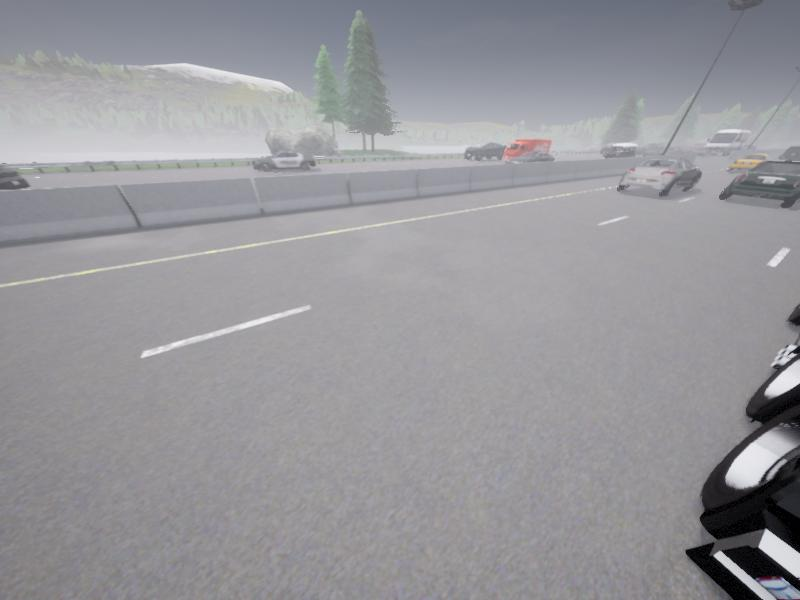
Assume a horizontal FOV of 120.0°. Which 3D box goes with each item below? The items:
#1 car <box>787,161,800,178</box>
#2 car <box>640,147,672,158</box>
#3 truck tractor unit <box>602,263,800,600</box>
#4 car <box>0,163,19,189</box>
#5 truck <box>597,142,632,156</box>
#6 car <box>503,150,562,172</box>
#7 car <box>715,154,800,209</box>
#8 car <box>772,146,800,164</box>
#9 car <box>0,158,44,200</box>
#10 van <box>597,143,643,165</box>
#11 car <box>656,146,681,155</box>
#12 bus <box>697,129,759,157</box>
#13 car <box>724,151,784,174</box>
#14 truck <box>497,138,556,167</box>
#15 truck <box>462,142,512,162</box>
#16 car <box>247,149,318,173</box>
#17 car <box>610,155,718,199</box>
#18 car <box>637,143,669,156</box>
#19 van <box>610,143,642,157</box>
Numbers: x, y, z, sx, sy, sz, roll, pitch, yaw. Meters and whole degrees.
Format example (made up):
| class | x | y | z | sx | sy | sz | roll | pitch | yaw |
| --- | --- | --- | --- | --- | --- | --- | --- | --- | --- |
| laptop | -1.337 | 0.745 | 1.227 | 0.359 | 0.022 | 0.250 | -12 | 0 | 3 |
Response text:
| class | x | y | z | sx | sy | sz | roll | pitch | yaw |
| --- | --- | --- | --- | --- | --- | --- | --- | --- | --- |
| car | 33.719 | -10.724 | 18.521 | 3.806 | 1.475 | 1.970 | -18 | 39 | -24 |
| car | 44.732 | -25.833 | 40.333 | 4.974 | 1.542 | 2.038 | -18 | 39 | -24 |
| truck tractor unit | 5.115 | -0.294 | 0.786 | 6.516 | 4.208 | 3.053 | -18 | 39 | -24 |
| car | -23.465 | -5.985 | 11.240 | 4.718 | 1.301 | 1.895 | -18 | 39 | -24 |
| truck | 42.604 | -29.986 | 45.789 | 6.274 | 2.098 | 2.390 | -18 | 39 | -24 |
| car | 12.338 | -13.042 | 21.593 | 4.902 | 1.511 | 2.128 | -18 | 39 | -24 |
| car | 17.617 | -5.647 | 10.762 | 4.553 | 1.767 | 2.097 | -18 | 39 | -24 |
| car | 51.181 | -18.851 | 30.032 | 3.866 | 1.878 | 1.905 | -17 | 38 | -25 |
| car | -19.634 | -5.149 | 9.922 | 4.193 | 1.474 | 1.816 | -13 | 37 | -18 |
| van | 27.165 | -18.059 | 28.505 | 4.480 | 2.038 | 2.069 | -18 | 39 | -24 |
| car | 58.176 | -32.454 | 50.073 | 4.514 | 1.525 | 2.007 | -18 | 39 | -24 |
| bus | 64.845 | -31.071 | 45.697 | 10.273 | 4.253 | 3.944 | -18 | 39 | -24 |
| car | 32.656 | -12.728 | 21.302 | 5.366 | 1.575 | 1.801 | -18 | 39 | -24 |
| truck | 13.829 | -16.236 | 25.366 | 5.204 | 2.467 | 2.627 | -18 | 39 | -25 |
| truck | 11.656 | -19.976 | 31.050 | 6.274 | 2.098 | 2.390 | -18 | 39 | -24 |
| car | -9.801 | -11.903 | 19.691 | 4.974 | 1.542 | 2.038 | -12 | 37 | -16 |
| car | 14.273 | -6.800 | 12.538 | 5.027 | 1.651 | 2.152 | -18 | 39 | -24 |
| car | 50.751 | -30.292 | 46.370 | 5.566 | 2.045 | 2.150 | -18 | 39 | -24 |
| van | 40.522 | -26.984 | 41.497 | 4.480 | 2.038 | 2.069 | -18 | 39 | -24 |
